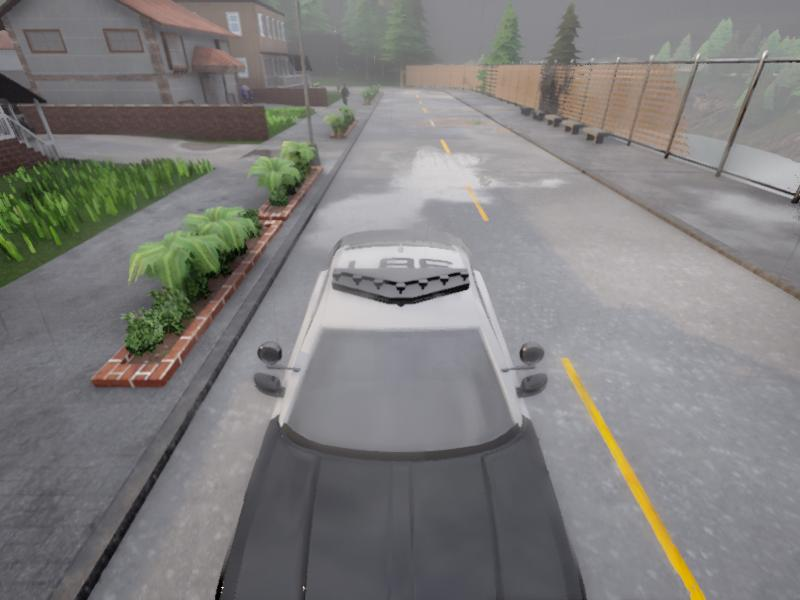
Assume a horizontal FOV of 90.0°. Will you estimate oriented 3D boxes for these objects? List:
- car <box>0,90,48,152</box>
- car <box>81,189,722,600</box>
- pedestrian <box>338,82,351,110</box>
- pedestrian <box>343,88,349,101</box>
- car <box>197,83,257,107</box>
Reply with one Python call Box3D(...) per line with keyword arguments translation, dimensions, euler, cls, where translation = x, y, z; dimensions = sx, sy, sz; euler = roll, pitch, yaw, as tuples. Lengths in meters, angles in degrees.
Box3D(translation=(-15.524, -6.415, 14.437), dimensions=(1.905, 1.878, 3.866), euler=(0, 30, 0), cls="car")
Box3D(translation=(0.005, 0.551, 3.440), dimensions=(1.930, 1.638, 5.238), euler=(0, 30, 0), cls="car")
Box3D(translation=(-4.174, -15.447, 30.330), dimensions=(0.751, 1.860, 0.751), euler=(0, 30, -1), cls="pedestrian")
Box3D(translation=(-5.279, -20.055, 38.963), dimensions=(0.500, 1.100, 0.500), euler=(0, 30, 0), cls="pedestrian")
Box3D(translation=(-13.259, -15.836, 30.875), dimensions=(3.633, 1.501, 1.845), euler=(0, 30, 0), cls="car")
